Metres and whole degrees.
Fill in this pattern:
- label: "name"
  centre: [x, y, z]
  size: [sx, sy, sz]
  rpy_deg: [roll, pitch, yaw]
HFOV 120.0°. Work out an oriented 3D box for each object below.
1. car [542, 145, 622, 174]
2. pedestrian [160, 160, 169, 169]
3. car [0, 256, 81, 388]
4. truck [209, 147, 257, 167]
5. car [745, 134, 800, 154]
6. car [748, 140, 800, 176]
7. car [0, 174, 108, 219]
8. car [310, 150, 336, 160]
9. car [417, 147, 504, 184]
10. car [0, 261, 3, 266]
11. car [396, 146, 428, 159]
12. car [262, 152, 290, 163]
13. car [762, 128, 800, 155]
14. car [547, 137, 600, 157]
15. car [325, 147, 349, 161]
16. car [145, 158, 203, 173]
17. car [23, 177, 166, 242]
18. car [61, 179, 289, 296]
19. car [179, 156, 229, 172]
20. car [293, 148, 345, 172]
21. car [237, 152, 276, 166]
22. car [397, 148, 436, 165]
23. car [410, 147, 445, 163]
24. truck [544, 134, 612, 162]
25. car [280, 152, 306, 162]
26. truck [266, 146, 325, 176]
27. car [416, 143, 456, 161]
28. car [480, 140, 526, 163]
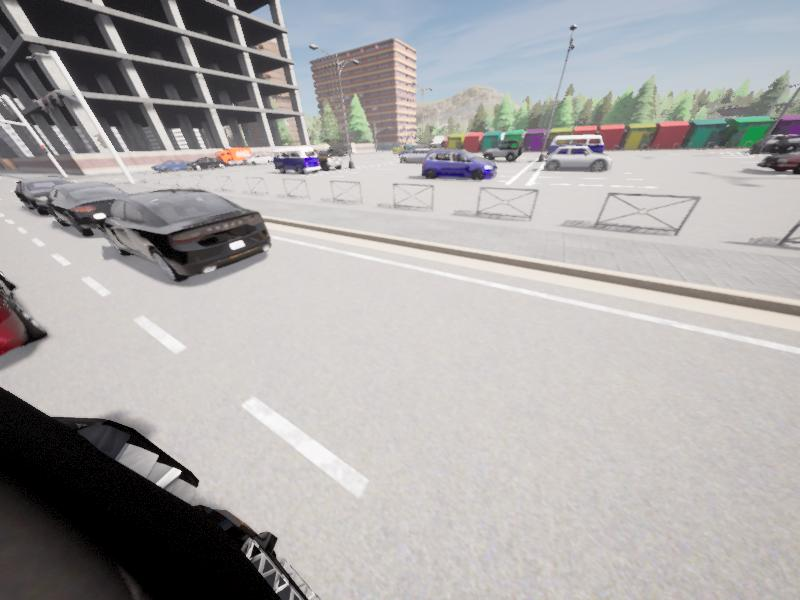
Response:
- label: "car"
  centre: [12.038, -9.532, 15.644]
  size: [3.806, 1.475, 1.970]
  rpy_deg: [16, 38, 26]
- label: "pedestrian"
  centre: [-36.178, -20.815, 35.500]
  size: [0.500, 1.100, 0.500]
  rpy_deg: [16, 38, 25]
- label: "car"
  centre: [-6.896, 0.009, 2.925]
  size: [4.792, 1.488, 2.163]
  rpy_deg: [16, 38, 25]
- label: "truck"
  centre: [-27.368, -23.573, 38.110]
  size: [2.627, 2.467, 5.204]
  rpy_deg: [16, 38, 25]
- label: "car"
  centre: [37.046, -14.967, 22.111]
  size: [3.806, 1.475, 1.970]
  rpy_deg: [16, 38, 26]
- label: "car"
  centre: [21.578, -6.725, 10.881]
  size: [5.357, 1.415, 2.033]
  rpy_deg: [16, 38, 26]
- label: "car"
  centre: [-17.218, -5.240, 11.416]
  size: [5.357, 1.411, 2.033]
  rpy_deg: [16, 38, 25]
- label: "car"
  centre: [-16.148, -30.571, 48.588]
  size: [1.882, 1.535, 5.008]
  rpy_deg: [16, 38, 25]
- label: "car"
  centre: [3.652, -8.427, 14.409]
  size: [4.611, 1.667, 2.242]
  rpy_deg: [16, 38, 26]
- label: "car"
  centre: [-12.413, -1.532, 5.716]
  size: [4.718, 1.301, 1.895]
  rpy_deg: [16, 38, 25]
- label: "car"
  centre: [1.917, -23.503, 36.818]
  size: [4.611, 1.667, 2.242]
  rpy_deg: [16, 38, 26]
- label: "car"
  centre: [-23.448, -27.110, 43.984]
  size: [1.816, 1.474, 4.193]
  rpy_deg: [16, 38, 25]
- label: "car"
  centre: [35.578, -13.723, 19.935]
  size: [3.866, 1.878, 1.905]
  rpy_deg: [16, 38, 26]
- label: "car"
  centre: [20.417, -18.191, 27.493]
  size: [4.605, 1.855, 1.932]
  rpy_deg: [16, 38, 26]
- label: "car"
  centre: [-11.659, -27.350, 43.225]
  size: [1.905, 1.878, 3.866]
  rpy_deg: [16, 38, 25]
- label: "car"
  centre: [-31.530, -18.896, 32.417]
  size: [2.033, 1.411, 5.357]
  rpy_deg: [16, 38, 25]
- label: "car"
  centre: [-10.929, -3.415, 8.276]
  size: [4.674, 1.442, 1.812]
  rpy_deg: [16, 38, 25]
- label: "car"
  centre: [-5.316, -1.813, 5.470]
  size: [5.008, 1.535, 1.882]
  rpy_deg: [16, 38, 25]
- label: "car"
  centre: [-27.379, -19.182, 32.487]
  size: [1.837, 1.490, 4.892]
  rpy_deg: [16, 38, 25]
- label: "car"
  centre: [-7.983, -13.867, 22.884]
  size: [4.605, 1.855, 1.932]
  rpy_deg: [16, 38, 26]
- label: "car"
  centre: [-23.504, -23.181, 38.000]
  size: [2.242, 1.667, 4.611]
  rpy_deg: [16, 38, 25]
- label: "car"
  centre: [1.869, -16.270, 26.251]
  size: [3.806, 1.475, 1.970]
  rpy_deg: [16, 38, 26]
- label: "car"
  centre: [3.318, -17.741, 28.280]
  size: [3.905, 1.438, 1.784]
  rpy_deg: [16, 38, 26]
- label: "truck"
  centre: [16.346, -14.152, 21.606]
  size: [4.478, 2.038, 2.069]
  rpy_deg: [16, 38, 26]
- label: "car"
  centre: [-19.896, -26.750, 43.226]
  size: [1.970, 1.475, 3.806]
  rpy_deg: [16, 38, 25]
- label: "truck"
  centre: [-9.376, -12.482, 20.754]
  size: [4.478, 2.038, 2.069]
  rpy_deg: [16, 38, 26]
- label: "car"
  centre: [4.612, -19.268, 30.081]
  size: [4.605, 1.855, 1.932]
  rpy_deg: [16, 38, 26]
- label: "car"
  centre: [10.829, -15.698, 24.413]
  size: [3.866, 1.878, 1.905]
  rpy_deg: [16, 38, 26]
